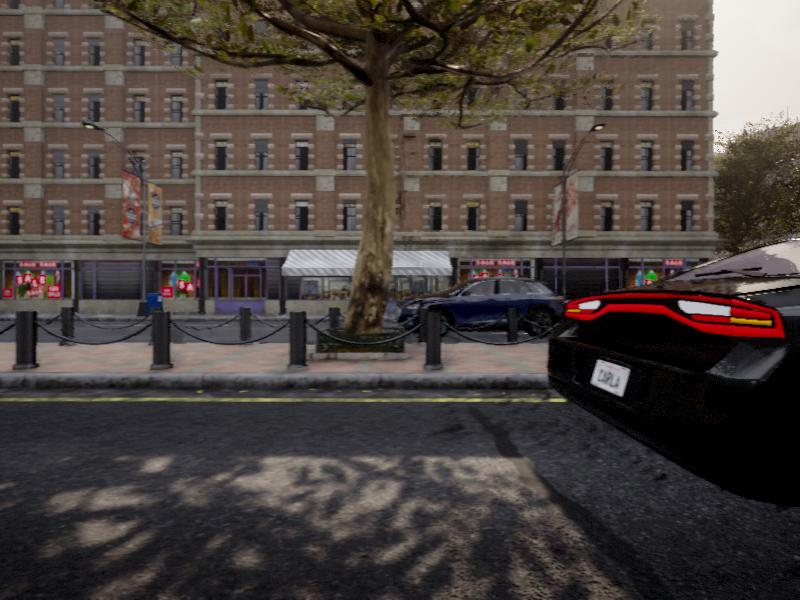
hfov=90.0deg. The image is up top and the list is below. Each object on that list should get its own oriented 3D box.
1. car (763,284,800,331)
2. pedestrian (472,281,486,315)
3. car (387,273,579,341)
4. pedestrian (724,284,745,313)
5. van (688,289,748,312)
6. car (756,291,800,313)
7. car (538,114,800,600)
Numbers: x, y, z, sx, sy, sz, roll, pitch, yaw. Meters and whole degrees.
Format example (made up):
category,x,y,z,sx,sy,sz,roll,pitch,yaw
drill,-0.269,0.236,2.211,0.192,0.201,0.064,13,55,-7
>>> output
category,x,y,z,sx,sy,sz,roll,pitch,yaw
car,15.815,0.248,13.685,4.974,1.542,2.038,0,0,0
pedestrian,4.460,-0.110,22.562,0.751,1.860,0.751,0,0,10
car,2.206,0.179,11.201,4.856,1.649,2.033,0,0,-11
pedestrian,21.888,-0.085,26.168,0.751,1.860,0.751,0,0,-17
van,30.150,0.010,38.119,2.069,2.038,4.480,0,0,0
car,33.666,0.142,34.314,2.097,1.767,4.553,0,0,0
car,3.596,0.230,2.199,4.974,1.542,2.038,0,0,0
